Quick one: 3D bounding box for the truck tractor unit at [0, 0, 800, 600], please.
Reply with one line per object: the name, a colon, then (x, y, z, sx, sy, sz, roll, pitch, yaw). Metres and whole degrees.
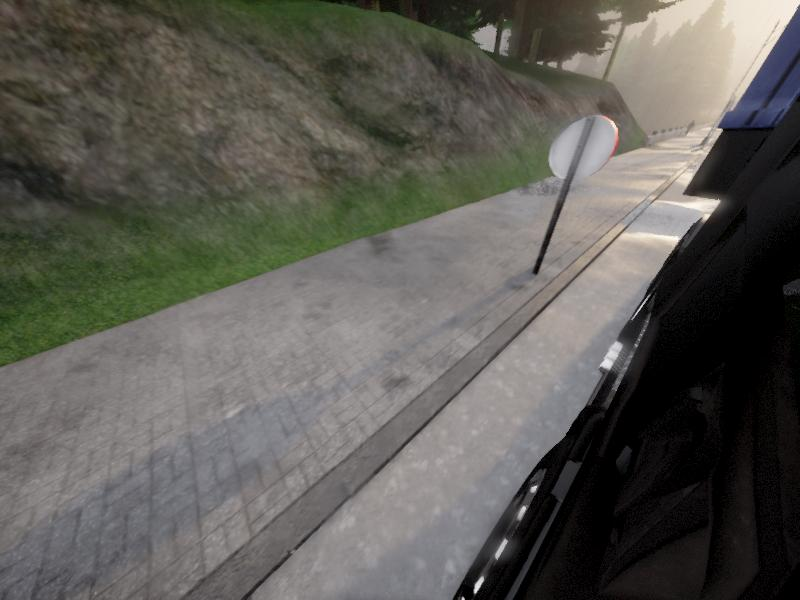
truck tractor unit: (2.645, -0.295, 0.352, 6.516, 4.208, 3.053, -28, 44, -30)

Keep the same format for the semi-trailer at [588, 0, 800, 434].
semi-trailer: (9.436, -2.938, 3.369, 14.254, 4.402, 2.717, -18, 39, -21)

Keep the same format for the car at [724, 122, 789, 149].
car: (29.686, -13.840, 19.396, 4.611, 1.667, 2.242, -28, 44, -31)
